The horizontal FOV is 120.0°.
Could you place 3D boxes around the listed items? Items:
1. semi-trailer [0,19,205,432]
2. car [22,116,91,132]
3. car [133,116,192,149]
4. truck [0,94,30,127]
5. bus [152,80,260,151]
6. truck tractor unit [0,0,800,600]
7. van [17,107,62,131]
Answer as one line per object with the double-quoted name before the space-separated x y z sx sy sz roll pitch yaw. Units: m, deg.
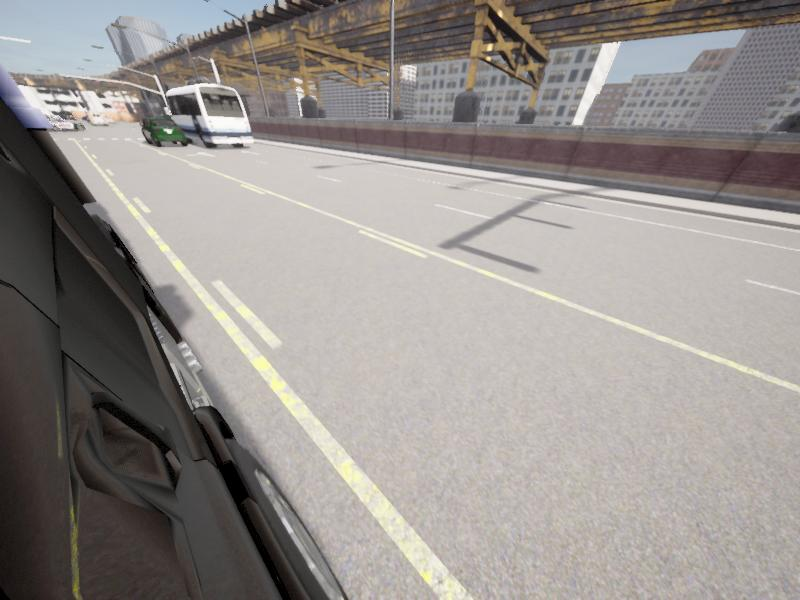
"semi-trailer" -8.899 -3.458 4.023 14.254 4.402 2.717 26 42 28
"car" -45.541 -23.465 30.860 2.038 1.542 4.974 1 37 -2
"car" -21.268 -15.030 20.665 5.566 2.045 2.150 29 44 30
"truck" -62.241 -29.653 36.176 8.468 3.827 2.891 28 44 30
"bus" -18.002 -16.833 21.424 10.273 4.253 3.944 28 44 30
"truck tractor unit" -2.645 -0.295 0.351 6.516 4.208 3.053 28 44 30
"van" -50.729 -25.616 32.660 6.366 2.431 2.351 28 44 30
